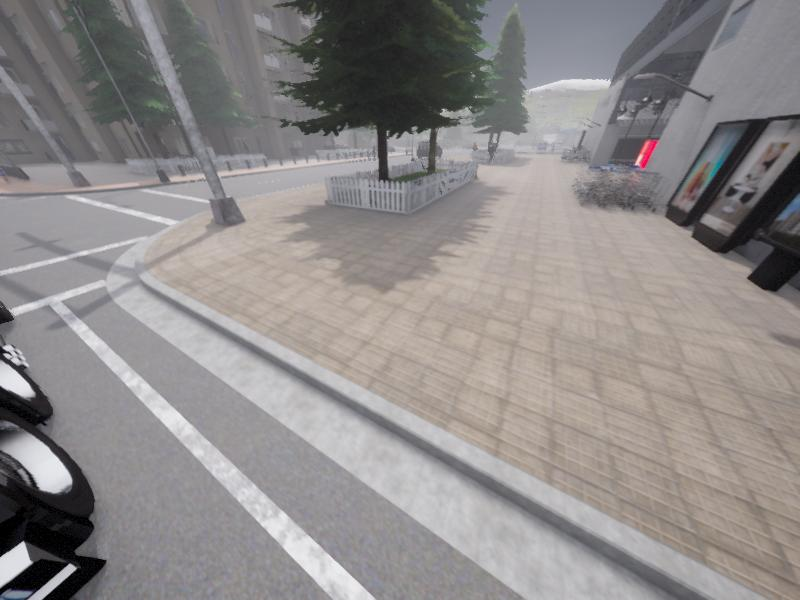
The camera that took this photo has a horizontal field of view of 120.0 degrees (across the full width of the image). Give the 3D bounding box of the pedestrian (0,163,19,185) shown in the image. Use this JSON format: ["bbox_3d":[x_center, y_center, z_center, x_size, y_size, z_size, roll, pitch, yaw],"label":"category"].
[{"bbox_3d":[-23.375,-7.392,13.539,0.500,1.100,0.500,12,37,18],"label":"pedestrian"}]

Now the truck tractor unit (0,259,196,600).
[{"bbox_3d":[-5.101,-0.312,0.792,6.516,4.208,3.053,19,39,25],"label":"truck tractor unit"}]
